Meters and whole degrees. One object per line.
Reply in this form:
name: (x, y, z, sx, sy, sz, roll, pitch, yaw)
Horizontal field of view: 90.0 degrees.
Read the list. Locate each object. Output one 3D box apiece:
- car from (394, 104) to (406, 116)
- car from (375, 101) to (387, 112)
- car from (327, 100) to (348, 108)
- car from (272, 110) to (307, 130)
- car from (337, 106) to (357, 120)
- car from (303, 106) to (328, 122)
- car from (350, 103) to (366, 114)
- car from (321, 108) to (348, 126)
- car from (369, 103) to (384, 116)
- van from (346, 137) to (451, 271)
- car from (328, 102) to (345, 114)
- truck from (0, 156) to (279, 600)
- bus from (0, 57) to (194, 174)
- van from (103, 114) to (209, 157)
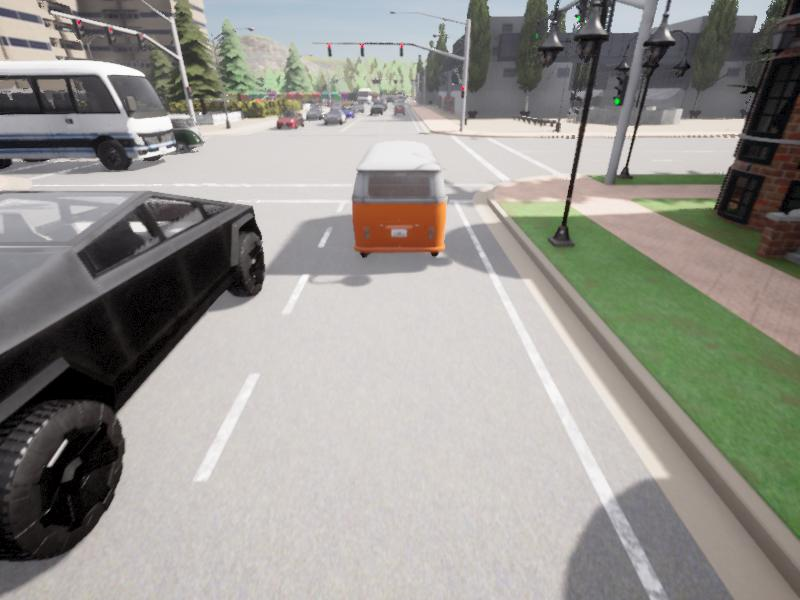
car: (-0.061, -29.716, 62.390, 1.789, 1.549, 3.705, 0, 27, 0)
car: (-3.572, -36.048, 74.579, 2.033, 1.649, 4.856, 0, 27, 0)
car: (-15.219, -47.670, 97.248, 4.611, 1.667, 2.242, 12, 30, 22)
car: (-10.605, -17.520, 38.881, 2.007, 1.525, 4.514, 1, 27, 2)
car: (-7.054, -25.165, 53.662, 2.007, 1.525, 4.514, 0, 27, 0)
car: (-10.551, -23.309, 50.078, 2.038, 1.542, 4.974, 0, 27, 0)
car: (-7.066, -32.532, 68.011, 2.128, 1.511, 4.902, 0, 27, 0)
car: (-7.046, -19.903, 43.473, 2.038, 1.542, 4.974, 0, 27, 0)
car: (-3.561, -29.527, 61.964, 1.930, 1.638, 5.238, 0, 27, 0)
van: (-0.009, -2.463, 9.186, 1.775, 1.987, 4.442, 0, 27, 0)
car: (-10.566, -32.124, 67.016, 2.033, 1.649, 4.856, 0, 27, 0)
truck: (-3.512, -0.047, 4.406, 2.390, 2.098, 6.274, 0, 27, 0)
bus: (-15.835, -8.247, 17.996, 10.273, 4.253, 3.944, 0, 27, 0)
van: (-13.456, -9.262, 22.410, 4.442, 1.987, 1.775, -6, 28, -11)
